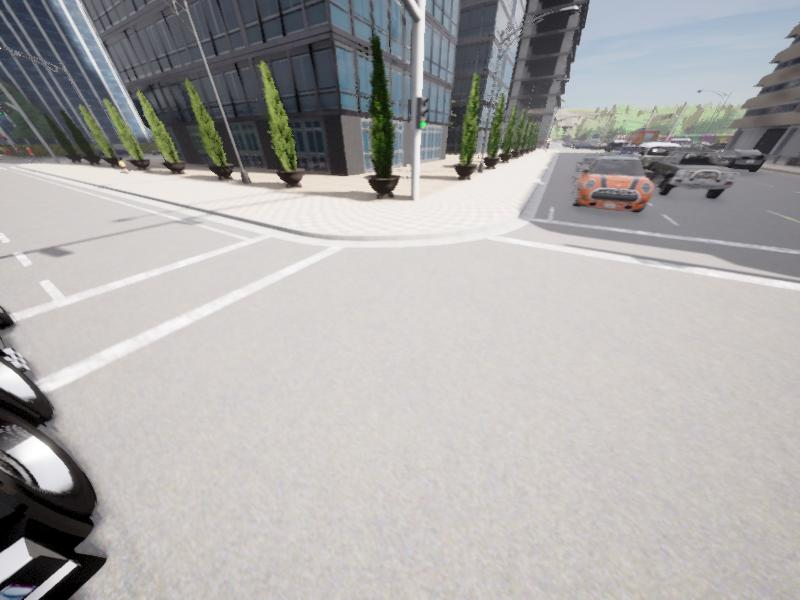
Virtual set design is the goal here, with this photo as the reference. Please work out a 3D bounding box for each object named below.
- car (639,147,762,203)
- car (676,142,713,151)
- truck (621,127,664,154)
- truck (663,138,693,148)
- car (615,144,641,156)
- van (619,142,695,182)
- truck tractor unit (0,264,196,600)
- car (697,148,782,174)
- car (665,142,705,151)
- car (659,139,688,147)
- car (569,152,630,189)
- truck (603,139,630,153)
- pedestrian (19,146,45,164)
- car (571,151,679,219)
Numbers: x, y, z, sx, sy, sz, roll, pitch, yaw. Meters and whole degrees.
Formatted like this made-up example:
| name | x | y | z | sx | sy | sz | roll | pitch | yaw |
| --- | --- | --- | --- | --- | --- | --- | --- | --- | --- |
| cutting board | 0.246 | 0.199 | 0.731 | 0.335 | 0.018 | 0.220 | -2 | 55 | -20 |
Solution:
| name | x | y | z | sx | sy | sz | roll | pitch | yaw |
| --- | --- | --- | --- | --- | --- | --- | --- | --- | --- |
| car | 14.020 | -6.305 | 11.301 | 1.932 | 1.855 | 4.605 | 18 | 39 | 25 |
| car | 68.698 | -36.015 | 54.001 | 4.611 | 1.667 | 2.242 | 18 | 39 | 24 |
| truck | 45.766 | -30.396 | 44.025 | 2.891 | 3.827 | 8.468 | 17 | 38 | 24 |
| truck | 76.323 | -43.194 | 63.541 | 4.478 | 2.038 | 2.069 | 18 | 39 | 24 |
| car | 36.419 | -24.127 | 37.085 | 1.882 | 1.535 | 5.008 | 18 | 39 | 25 |
| van | 17.451 | -9.725 | 16.059 | 2.069 | 2.038 | 4.480 | 18 | 39 | 25 |
| truck tractor unit | -5.125 | -0.280 | 0.807 | 6.516 | 4.208 | 3.053 | 18 | 39 | 25 |
| car | 27.665 | -11.591 | 19.135 | 2.163 | 1.488 | 4.792 | 18 | 39 | 25 |
| car | 62.095 | -33.565 | 50.487 | 4.974 | 1.542 | 2.038 | 18 | 39 | 24 |
| car | 77.712 | -44.570 | 65.679 | 4.605 | 1.855 | 1.932 | 18 | 39 | 24 |
| car | 12.135 | -8.255 | 14.458 | 2.128 | 1.511 | 4.902 | 18 | 39 | 25 |
| truck | 42.323 | -30.245 | 45.360 | 2.390 | 2.098 | 6.274 | 17 | 38 | 24 |
| pedestrian | -45.239 | -17.870 | 28.424 | 0.751 | 1.860 | 0.751 | 14 | 37 | 19 |
| car | 8.608 | -4.942 | 9.465 | 2.097 | 1.767 | 4.553 | 18 | 39 | 25 |
